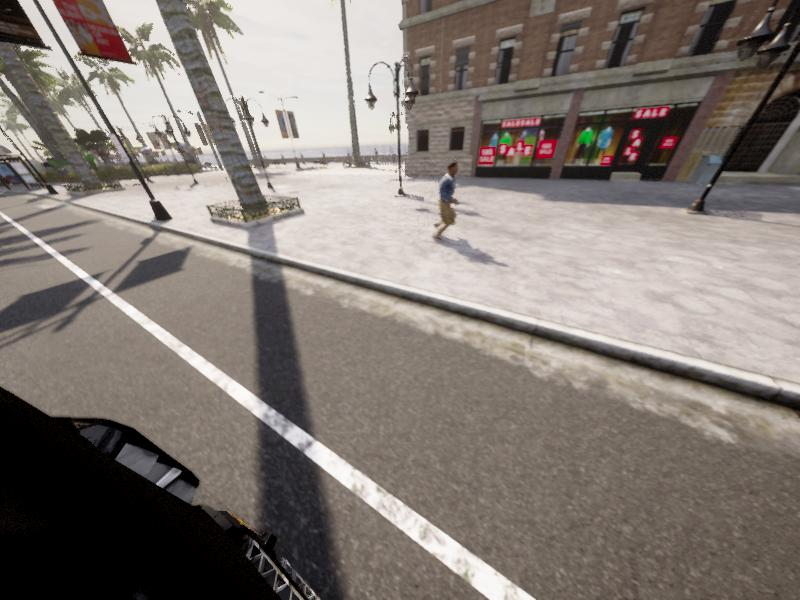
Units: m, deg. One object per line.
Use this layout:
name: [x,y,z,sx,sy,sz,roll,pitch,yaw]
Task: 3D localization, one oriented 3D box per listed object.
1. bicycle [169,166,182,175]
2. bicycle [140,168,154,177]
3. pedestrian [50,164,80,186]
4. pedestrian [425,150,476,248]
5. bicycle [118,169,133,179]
bicycle: [-30.665,-17.722,31.511,1.643,1.024,0.373,16,38,25]
bicycle: [-32.145,-16.211,29.359,1.643,1.024,0.373,16,38,25]
pedestrian: [-33.008,-12.329,22.801,0.751,1.860,0.751,11,36,20]
pedestrian: [1.089,-2.252,5.208,0.751,1.860,0.751,17,38,27]
bicycle: [-33.132,-15.203,27.924,1.643,1.024,0.373,16,38,25]
